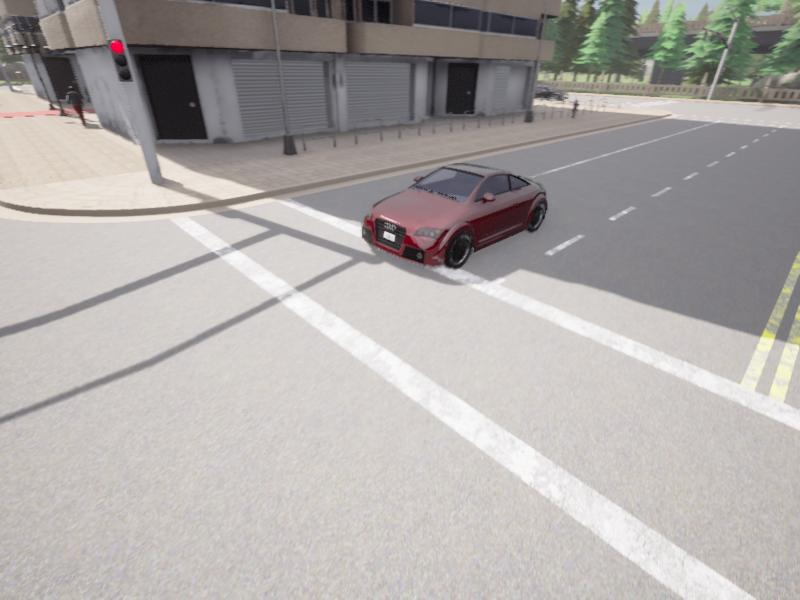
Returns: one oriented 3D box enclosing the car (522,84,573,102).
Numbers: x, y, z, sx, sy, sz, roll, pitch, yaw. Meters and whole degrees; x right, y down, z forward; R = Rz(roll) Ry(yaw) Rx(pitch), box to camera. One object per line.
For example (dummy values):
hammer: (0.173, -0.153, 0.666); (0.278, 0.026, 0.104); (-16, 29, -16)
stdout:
car: (16.228, -22.913, 44.235); (1.837, 1.490, 4.892); (-25, 39, -37)

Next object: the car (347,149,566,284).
car: (1.260, -1.939, 8.064); (4.181, 1.385, 1.994); (-25, 39, -37)

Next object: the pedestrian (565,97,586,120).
pedestrian: (11.725, -12.829, 26.763); (0.751, 1.300, 0.751); (-25, 39, -37)

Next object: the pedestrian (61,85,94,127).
pedestrian: (-16.508, -9.958, 20.492); (0.751, 1.860, 0.751); (-20, 36, -31)
